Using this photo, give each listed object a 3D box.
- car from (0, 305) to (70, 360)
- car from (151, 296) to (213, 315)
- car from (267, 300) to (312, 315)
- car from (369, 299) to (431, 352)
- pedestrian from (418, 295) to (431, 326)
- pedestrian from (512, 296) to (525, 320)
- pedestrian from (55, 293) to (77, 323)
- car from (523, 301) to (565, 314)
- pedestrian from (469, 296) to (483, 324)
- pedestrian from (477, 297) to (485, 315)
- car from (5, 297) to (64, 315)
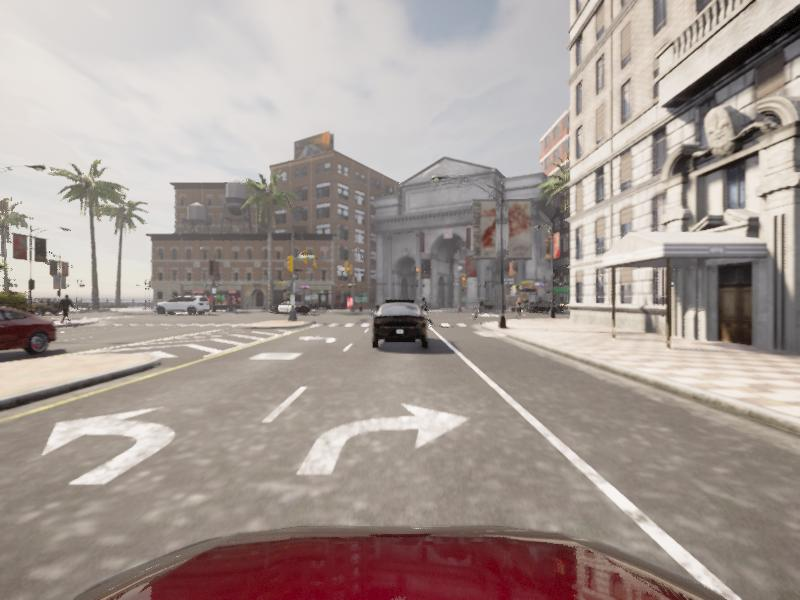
[{"bbox_3d":[-11.501,0.873,10.499,1.812,1.442,4.674,0,0,0],"label":"car"},{"bbox_3d":[-23.592,0.582,43.380,5.566,2.045,2.150,0,0,0],"label":"car"},{"bbox_3d":[-12.122,0.836,43.780,4.974,1.542,2.038,0,0,36],"label":"car"},{"bbox_3d":[-0.002,0.776,14.994,1.930,1.638,5.238,0,0,0],"label":"car"},{"bbox_3d":[1.494,0.645,24.385,0.751,1.860,0.751,0,0,7],"label":"pedestrian"},{"bbox_3d":[9.640,0.647,32.443,0.751,1.860,0.751,0,0,-10],"label":"pedestrian"},{"bbox_3d":[-20.754,0.493,24.870,0.751,1.860,0.751,0,0,-7],"label":"pedestrian"},{"bbox_3d":[16.689,0.868,46.541,4.193,1.474,1.816,0,0,0],"label":"car"},{"bbox_3d":[4.968,0.645,26.256,0.751,1.860,0.751,0,0,0],"label":"pedestrian"},{"bbox_3d":[8.684,0.650,42.788,0.751,1.860,0.751,0,0,5],"label":"pedestrian"},{"bbox_3d":[-39.665,0.661,43.514,4.605,1.855,1.932,-1,0,1],"label":"car"}]
